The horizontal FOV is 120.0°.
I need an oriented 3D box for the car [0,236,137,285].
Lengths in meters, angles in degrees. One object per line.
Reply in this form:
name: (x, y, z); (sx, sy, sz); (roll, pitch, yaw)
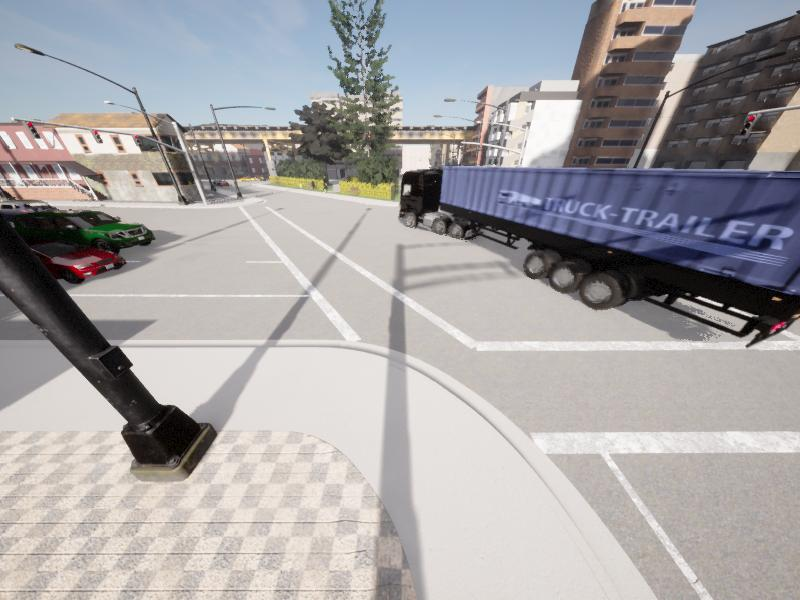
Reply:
car: (-14.448, -1.704, 9.698); (4.193, 1.474, 1.816); (0, 30, 0)

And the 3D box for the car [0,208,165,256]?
car: (-17.093, -3.729, 12.607); (5.566, 2.045, 2.150); (0, 30, 0)

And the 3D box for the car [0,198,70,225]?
car: (-30.880, -7.155, 18.574); (4.611, 1.667, 2.242); (1, 30, -1)

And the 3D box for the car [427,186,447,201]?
car: (5.324, -15.635, 33.769); (2.152, 1.651, 5.027); (0, 30, 1)

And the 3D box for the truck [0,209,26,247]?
truck: (-27.438, -4.591, 12.104); (8.468, 3.827, 2.891); (1, 30, -1)

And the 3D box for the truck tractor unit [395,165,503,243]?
truck tractor unit: (2.966, -7.101, 16.410); (3.053, 4.208, 6.516); (-25, 39, -36)

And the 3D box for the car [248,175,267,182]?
car: (-45.752, -39.181, 74.297); (4.605, 1.855, 1.932); (0, 30, 0)

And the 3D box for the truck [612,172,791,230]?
truck: (23.136, -7.864, 18.354); (8.468, 3.827, 2.891); (0, 30, -1)

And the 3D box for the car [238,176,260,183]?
car: (-46.359, -37.044, 70.892); (5.366, 1.575, 1.801); (-15, 33, -24)

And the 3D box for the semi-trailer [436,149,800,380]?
semi-trailer: (6.358, -3.673, 10.277); (2.717, 4.402, 14.254); (-10, 31, -18)
